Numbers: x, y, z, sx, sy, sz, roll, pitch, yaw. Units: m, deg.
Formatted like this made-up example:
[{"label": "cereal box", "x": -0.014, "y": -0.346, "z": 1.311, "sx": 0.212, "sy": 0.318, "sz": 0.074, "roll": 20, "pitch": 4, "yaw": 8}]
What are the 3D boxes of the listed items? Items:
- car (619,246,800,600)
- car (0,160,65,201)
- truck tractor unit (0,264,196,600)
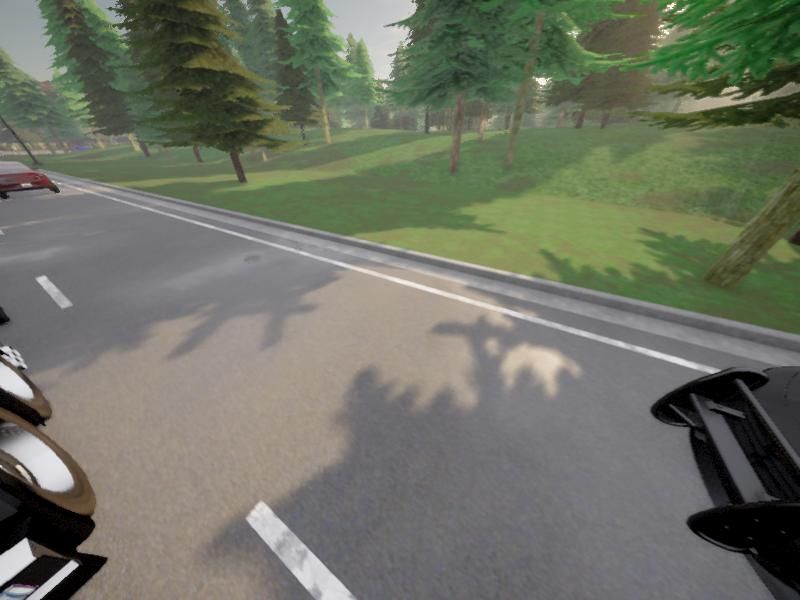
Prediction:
[{"label": "car", "x": 4.253, "y": 1.501, "z": 0.372, "sx": 5.238, "sy": 1.638, "sz": 1.930, "roll": 18, "pitch": 39, "yaw": 24}, {"label": "car", "x": -20.157, "y": -6.381, "z": 12.091, "sx": 4.674, "sy": 1.442, "sz": 1.812, "roll": 18, "pitch": 39, "yaw": 24}, {"label": "truck tractor unit", "x": -5.111, "y": -0.301, "z": 0.787, "sx": 6.516, "sy": 4.208, "sz": 3.053, "roll": 18, "pitch": 39, "yaw": 24}]
